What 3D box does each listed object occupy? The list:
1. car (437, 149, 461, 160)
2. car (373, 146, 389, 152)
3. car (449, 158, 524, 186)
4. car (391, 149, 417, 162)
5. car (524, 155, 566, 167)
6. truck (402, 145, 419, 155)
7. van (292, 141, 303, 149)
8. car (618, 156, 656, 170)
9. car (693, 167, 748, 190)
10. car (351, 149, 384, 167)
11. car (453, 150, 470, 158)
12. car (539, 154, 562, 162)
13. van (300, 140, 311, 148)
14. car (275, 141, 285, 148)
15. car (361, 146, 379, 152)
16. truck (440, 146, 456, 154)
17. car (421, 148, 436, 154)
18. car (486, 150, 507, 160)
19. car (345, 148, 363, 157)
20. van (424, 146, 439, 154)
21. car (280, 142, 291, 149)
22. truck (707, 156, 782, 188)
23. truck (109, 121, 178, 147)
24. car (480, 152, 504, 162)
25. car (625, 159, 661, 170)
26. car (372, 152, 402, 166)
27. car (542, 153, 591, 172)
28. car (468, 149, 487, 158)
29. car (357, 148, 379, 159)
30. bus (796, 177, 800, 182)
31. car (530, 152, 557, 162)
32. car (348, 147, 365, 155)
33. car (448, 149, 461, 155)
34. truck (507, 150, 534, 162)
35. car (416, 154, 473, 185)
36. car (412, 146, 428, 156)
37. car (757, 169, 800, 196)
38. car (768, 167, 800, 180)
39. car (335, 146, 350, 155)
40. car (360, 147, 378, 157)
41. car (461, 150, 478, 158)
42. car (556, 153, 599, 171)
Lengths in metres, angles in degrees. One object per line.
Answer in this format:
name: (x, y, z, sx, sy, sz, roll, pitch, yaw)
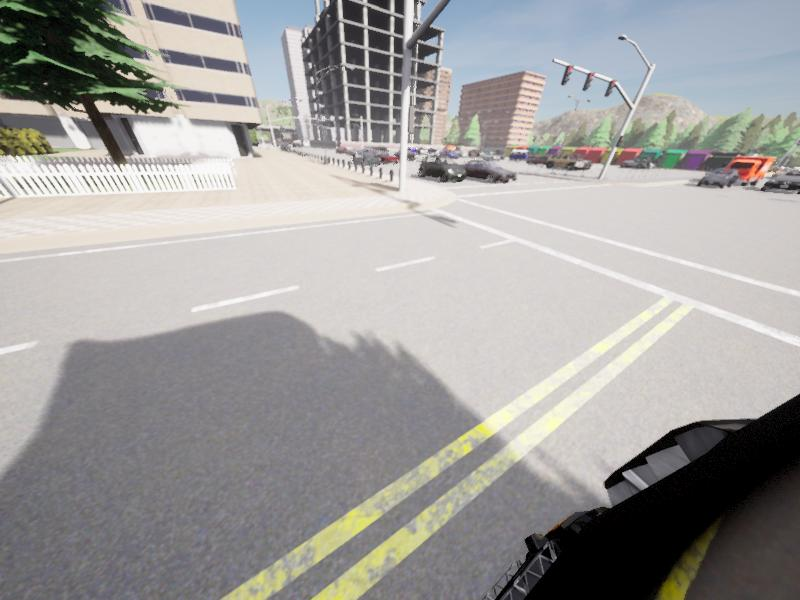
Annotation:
car: (10.134, -30.213, 47.914, 2.242, 1.667, 4.611, -16, 38, -26)
car: (-6.259, -49.495, 75.570, 4.892, 1.490, 1.837, -16, 38, -26)
car: (6.579, -10.235, 18.297, 2.033, 1.411, 5.357, -18, 39, -27)
car: (0.574, -23.895, 38.146, 1.882, 1.535, 5.008, -16, 38, -26)
car: (23.721, -22.886, 37.994, 2.033, 1.415, 5.357, -16, 38, -26)
truck: (2.626, -37.917, 58.436, 2.069, 2.038, 4.478, -16, 38, -26)
van: (-32.621, -49.217, 73.291, 2.069, 2.038, 4.480, -16, 38, -26)
car: (41.566, -24.147, 40.625, 1.905, 1.878, 3.866, -16, 38, -26)
car: (28.522, -10.889, 20.587, 3.633, 1.501, 1.845, -16, 38, -25)
car: (-3.866, -16.634, 27.048, 2.038, 1.542, 4.974, -16, 37, -26)
car: (15.677, -37.334, 59.027, 1.970, 1.475, 3.806, -16, 38, -26)
car: (35.343, -33.387, 54.371, 1.784, 1.438, 3.905, -16, 38, -26)
van: (-37.815, -62.300, 92.101, 2.351, 2.431, 6.366, -16, 38, -26)
car: (-42.231, -54.682, 81.161, 2.033, 1.649, 4.856, -16, 38, -26)
car: (-9.970, -50.545, 77.139, 5.357, 1.411, 2.033, -16, 38, -26)
truck: (19.067, -59.535, 91.568, 5.204, 2.467, 2.627, -16, 38, -26)
car: (9.915, -51.888, 80.491, 4.902, 1.511, 2.128, -16, 38, -26)
car: (22.534, -33.939, 53.982, 1.905, 1.878, 3.866, -16, 38, -26)
car: (-9.324, -29.711, 46.390, 1.895, 1.301, 4.718, -16, 38, -26)
van: (10.509, -50.048, 77.254, 4.480, 2.038, 2.069, -16, 38, -26)
car: (-35.450, -47.942, 71.604, 2.038, 1.542, 4.974, -16, 38, -26)
truck: (34.471, -12.941, 23.182, 5.204, 2.467, 2.627, -16, 38, -24)
truck: (-52.615, -34.234, 47.923, 8.468, 3.827, 2.891, -16, 38, -25)
car: (18.213, -28.366, 45.818, 1.970, 1.475, 3.806, -16, 38, -26)
car: (44.070, -24.672, 42.002, 1.970, 1.475, 3.806, -16, 38, -26)
car: (-1.832, -18.410, 30.026, 1.895, 1.301, 4.718, -16, 38, -26)
car: (22.056, -18.491, 30.907, 1.932, 1.855, 4.605, -16, 38, -26)
car: (20.493, -38.964, 61.338, 1.932, 1.855, 4.605, -16, 38, -26)
car: (-5.803, -26.303, 41.372, 2.163, 1.488, 4.792, -16, 38, -26)
bus: (60.085, -18.346, 31.321, 10.273, 4.253, 3.944, -15, 38, -24)
car: (32.811, -32.865, 53.048, 1.932, 1.855, 4.605, -16, 38, -26)
car: (-10.087, -34.393, 53.234, 2.033, 1.411, 5.357, -16, 38, -26)
car: (19.334, -52.450, 81.868, 3.988, 1.617, 1.851, -16, 38, -26)
truck: (25.726, -30.846, 49.404, 2.069, 2.038, 4.478, -16, 38, -26)
car: (3.113, -9.769, 17.184, 1.851, 1.617, 3.988, -16, 38, -26)
car: (5.095, -38.602, 59.790, 1.932, 1.855, 4.605, -16, 38, -26)
car: (32.764, -9.898, 19.303, 5.027, 1.651, 2.152, -16, 38, -26)
car: (57.199, -18.745, 34.159, 5.366, 1.575, 1.801, -15, 38, -24)
car: (-12.824, -33.234, 51.282, 1.812, 1.442, 4.674, -16, 38, -26)
car: (-6.448, -30.804, 48.075, 1.812, 1.442, 4.674, -16, 38, -26)
car: (18.186, -38.089, 60.260, 1.784, 1.438, 3.905, -16, 38, -26)
car: (24.590, -19.190, 32.121, 1.905, 1.878, 3.866, -16, 38, -26)
